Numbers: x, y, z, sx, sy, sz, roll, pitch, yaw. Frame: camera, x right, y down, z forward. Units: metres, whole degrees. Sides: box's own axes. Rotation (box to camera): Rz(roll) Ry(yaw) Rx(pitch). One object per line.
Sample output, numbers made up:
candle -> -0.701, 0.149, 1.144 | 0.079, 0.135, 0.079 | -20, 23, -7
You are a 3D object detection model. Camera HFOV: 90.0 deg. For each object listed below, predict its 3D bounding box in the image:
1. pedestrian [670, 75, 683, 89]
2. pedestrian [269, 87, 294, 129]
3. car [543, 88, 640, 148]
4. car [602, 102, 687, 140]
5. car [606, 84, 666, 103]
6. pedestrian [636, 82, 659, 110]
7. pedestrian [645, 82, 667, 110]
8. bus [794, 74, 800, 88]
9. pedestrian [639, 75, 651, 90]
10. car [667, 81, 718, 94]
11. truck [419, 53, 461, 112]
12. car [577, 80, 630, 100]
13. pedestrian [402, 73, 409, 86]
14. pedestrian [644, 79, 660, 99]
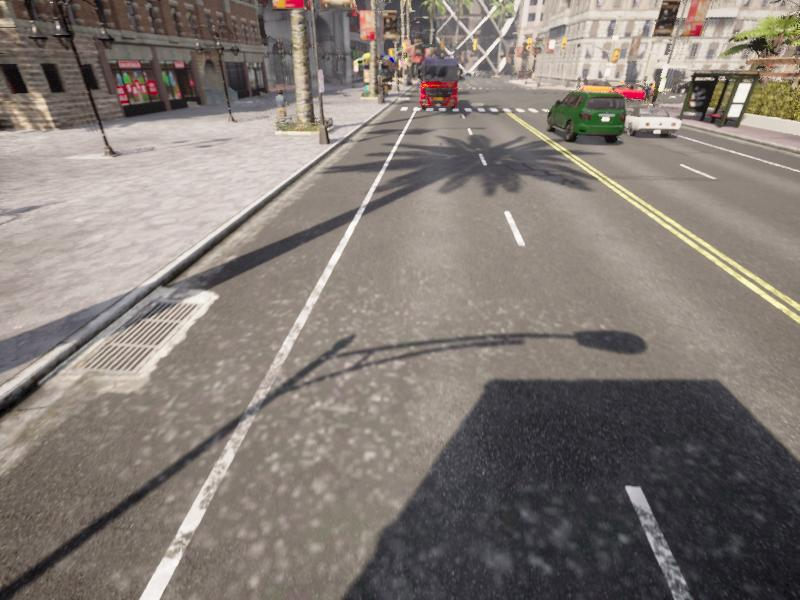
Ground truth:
pedestrian -> 41.709, -32.924, 60.342 | 0.751, 1.860, 0.751 | 2, 30, 3
pedestrian -> -6.099, -9.919, 20.666 | 0.751, 1.860, 0.751 | 6, 31, 10
car -> 8.847, -8.904, 19.232 | 2.150, 2.045, 5.566 | 2, 30, 3
car -> 12.509, -9.420, 20.889 | 1.895, 1.301, 4.718 | 3, 30, 4
car -> 23.566, -20.796, 40.168 | 4.514, 1.525, 2.007 | 5, 31, 8
pedestrian -> 19.029, -15.705, 30.763 | 0.751, 1.860, 0.751 | -8, 31, -13
pedestrian -> 19.739, -15.763, 30.868 | 0.751, 1.860, 0.751 | -26, 39, -37
bus -> 71.706, -36.995, 65.542 | 3.944, 4.253, 10.273 | 2, 30, 3
pedestrian -> 35.478, -31.594, 58.016 | 0.751, 1.860, 0.751 | -1, 30, -3
car -> 37.979, -27.650, 52.021 | 4.892, 1.490, 1.837 | 2, 30, 4
truck -> 3.243, -18.010, 32.961 | 2.891, 3.827, 8.468 | 3, 30, 4
car -> 21.966, -22.891, 43.462 | 4.553, 1.767, 2.097 | 7, 31, 12
pedestrian -> 0.886, -34.921, 63.382 | 0.751, 1.860, 0.751 | 21, 36, 31
pedestrian -> 27.303, -22.849, 43.325 | 0.751, 1.860, 0.751 | -3, 31, -5
